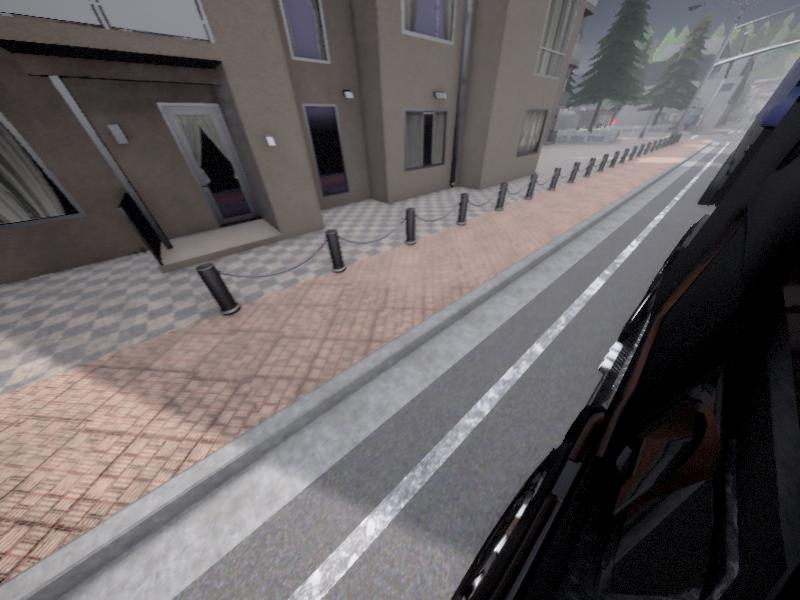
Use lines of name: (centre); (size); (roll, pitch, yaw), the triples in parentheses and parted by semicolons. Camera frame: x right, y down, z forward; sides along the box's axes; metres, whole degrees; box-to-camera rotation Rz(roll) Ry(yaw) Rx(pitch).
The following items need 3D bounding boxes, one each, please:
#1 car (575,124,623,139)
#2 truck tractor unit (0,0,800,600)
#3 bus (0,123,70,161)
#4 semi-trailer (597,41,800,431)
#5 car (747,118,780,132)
car: (27.342, -23.310, 31.910); (2.007, 1.525, 4.514); (-29, 45, -31)
truck tractor unit: (2.645, -0.295, 0.352); (6.516, 4.208, 3.053); (-28, 44, -30)
bus: (-57.031, -24.515, 35.688); (3.944, 4.253, 10.273); (-28, 44, -30)
semi-trailer: (8.718, -3.580, 4.225); (14.254, 4.402, 2.717); (-28, 44, -30)
car: (51.659, -24.916, 32.868); (4.181, 1.385, 1.994); (-28, 44, -30)
